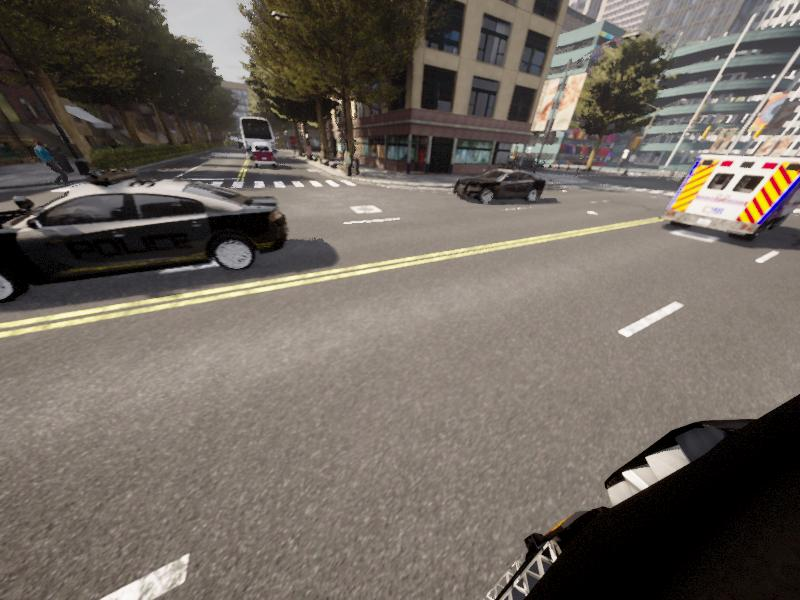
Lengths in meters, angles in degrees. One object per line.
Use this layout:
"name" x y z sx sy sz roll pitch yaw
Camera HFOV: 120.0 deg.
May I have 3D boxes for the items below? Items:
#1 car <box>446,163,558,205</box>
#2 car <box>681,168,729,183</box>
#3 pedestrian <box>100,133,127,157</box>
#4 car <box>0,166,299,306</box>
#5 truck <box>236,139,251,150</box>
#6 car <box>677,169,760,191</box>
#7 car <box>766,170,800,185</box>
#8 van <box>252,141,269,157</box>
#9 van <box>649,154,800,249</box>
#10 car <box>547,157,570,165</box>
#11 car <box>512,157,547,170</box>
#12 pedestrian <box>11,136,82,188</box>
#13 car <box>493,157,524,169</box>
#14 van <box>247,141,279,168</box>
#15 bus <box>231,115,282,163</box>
"car" 5.354 -6.187 12.268 5.238 1.638 1.930 -10 36 -19
"car" 44.341 -18.242 33.712 3.633 1.501 1.845 14 35 15
"pedestrian" -27.340 -14.766 22.083 0.751 1.860 0.751 -17 39 -28
"car" -4.936 -1.411 4.228 5.238 1.638 1.930 -14 37 -23
"truck" -39.785 -39.688 58.833 2.390 2.098 6.274 -14 37 -24
"car" 34.655 -13.273 25.431 4.974 1.542 2.038 26 40 31
"car" 61.321 -19.614 36.830 4.605 1.855 1.932 -14 37 -23
"van" -22.865 -24.852 37.886 1.775 1.987 4.442 -14 37 -23
"van" 13.144 -3.920 8.758 6.366 2.431 2.351 -14 37 -23
"car" 46.081 -40.380 67.092 2.128 1.511 4.902 -14 37 -24
"car" 22.678 -24.066 40.635 2.242 1.667 4.611 -14 37 -24
"pedestrian" -15.254 -5.981 10.060 0.751 1.860 0.751 -14 37 -24
"car" 18.905 -23.994 40.435 1.812 1.442 4.674 -14 37 -23
"van" -13.535 -14.433 22.847 2.069 2.038 4.480 -14 37 -24
"bus" -18.380 -20.686 29.903 3.944 4.253 10.273 -14 37 -24
